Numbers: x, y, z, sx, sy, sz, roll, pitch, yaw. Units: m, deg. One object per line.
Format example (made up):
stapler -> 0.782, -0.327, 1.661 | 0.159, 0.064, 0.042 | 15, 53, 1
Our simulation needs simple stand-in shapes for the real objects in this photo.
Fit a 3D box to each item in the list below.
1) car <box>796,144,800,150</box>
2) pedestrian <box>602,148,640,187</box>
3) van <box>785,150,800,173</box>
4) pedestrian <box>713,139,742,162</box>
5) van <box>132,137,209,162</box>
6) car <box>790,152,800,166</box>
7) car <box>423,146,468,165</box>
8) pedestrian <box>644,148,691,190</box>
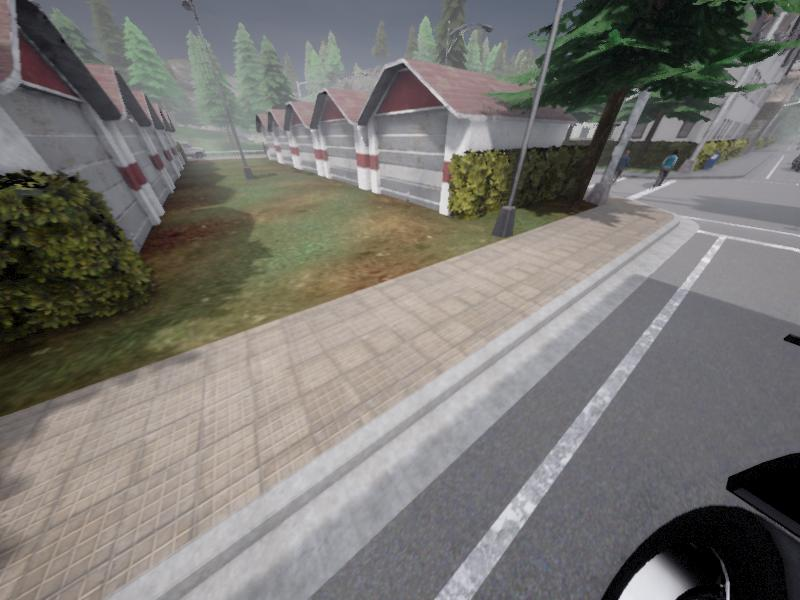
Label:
car -> 79.043, -30.030, 44.764 | 4.892, 1.490, 1.837 | -22, 41, -28
pedestrian -> 12.766, -7.677, 13.391 | 0.751, 1.860, 0.751 | -21, 40, -27
van -> 31.677, -10.769, 17.241 | 4.480, 2.038, 2.069 | -26, 43, -31
pedestrian -> 31.290, -14.290, 22.103 | 0.751, 1.860, 0.751 | -22, 41, -28
van -> -29.049, -19.342, 29.598 | 6.366, 2.431, 2.351 | -27, 43, -32
car -> 38.039, -13.092, 21.083 | 4.181, 1.385, 1.994 | -23, 41, -28
car -> 4.929, -16.168, 25.762 | 1.882, 1.535, 5.008 | -22, 41, -28
pedestrian -> 14.332, -7.056, 12.423 | 0.751, 1.860, 0.751 | -20, 40, -25
